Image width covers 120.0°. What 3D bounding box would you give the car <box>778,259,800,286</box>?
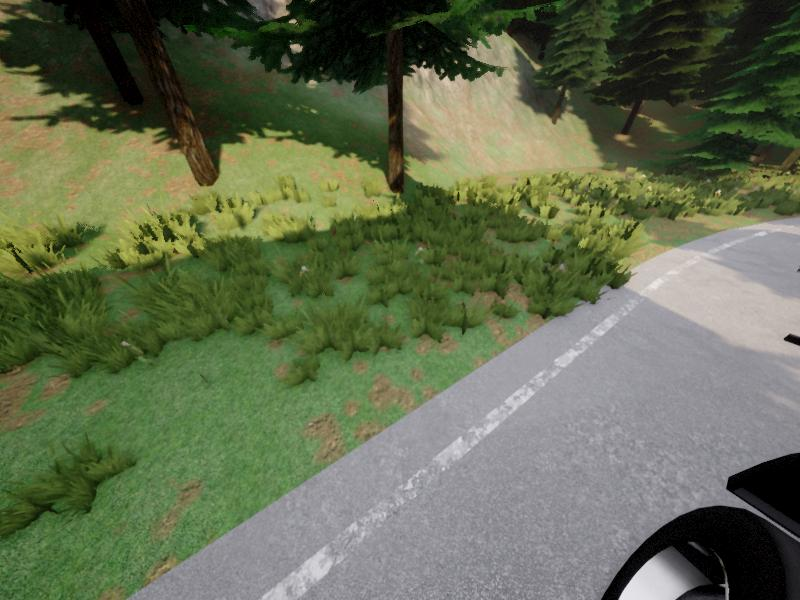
[{"bbox_3d":[9.613,-0.906,3.954,4.181,1.385,1.994,-14,37,-18],"label":"car"}]
